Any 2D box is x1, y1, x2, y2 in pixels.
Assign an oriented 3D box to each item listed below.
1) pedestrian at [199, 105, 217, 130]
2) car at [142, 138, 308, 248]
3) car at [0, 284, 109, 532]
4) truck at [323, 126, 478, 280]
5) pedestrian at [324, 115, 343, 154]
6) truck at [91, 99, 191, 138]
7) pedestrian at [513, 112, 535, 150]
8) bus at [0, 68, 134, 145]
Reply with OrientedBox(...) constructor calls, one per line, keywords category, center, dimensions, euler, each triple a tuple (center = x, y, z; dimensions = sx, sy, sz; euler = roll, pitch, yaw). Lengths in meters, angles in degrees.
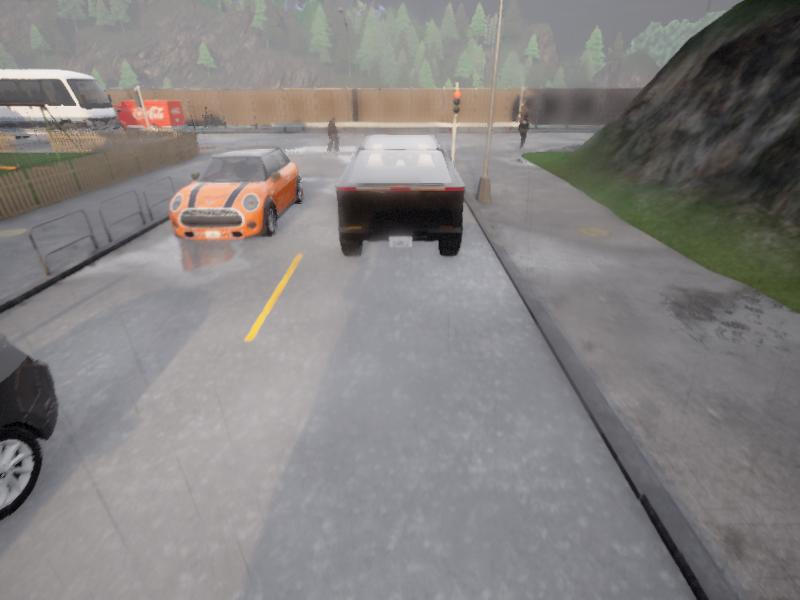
OrientedBox(category="pedestrian", center=(-16.099, -15.299, 33.545), dimensions=(0.751, 1.860, 0.751), euler=(-1, 28, -1))
OrientedBox(category="car", center=(-3.970, -2.952, 10.207), dimensions=(2.097, 1.767, 4.553), euler=(0, 28, 0))
OrientedBox(category="car", center=(-3.992, 1.657, 1.704), dimensions=(1.837, 1.490, 4.892), euler=(0, 28, 0))
OrientedBox(category="truck", center=(0.013, -2.738, 9.458), dimensions=(2.390, 2.098, 6.274), euler=(0, 28, 0))
OrientedBox(category="pedestrian", center=(-3.517, -8.823, 21.328), dimensions=(0.751, 1.860, 0.751), euler=(0, 28, 0))
OrientedBox(category="truck", center=(-19.212, -13.633, 29.993), dimensions=(5.204, 2.467, 2.627), euler=(0, 28, 0))
OrientedBox(category="pedestrian", center=(6.719, -9.187, 21.750), dimensions=(0.751, 1.860, 0.751), euler=(14, 31, 26))
OrientedBox(category="bus", center=(-24.307, -12.626, 26.145), dimensions=(10.273, 4.253, 3.944), euler=(0, 28, 0))
